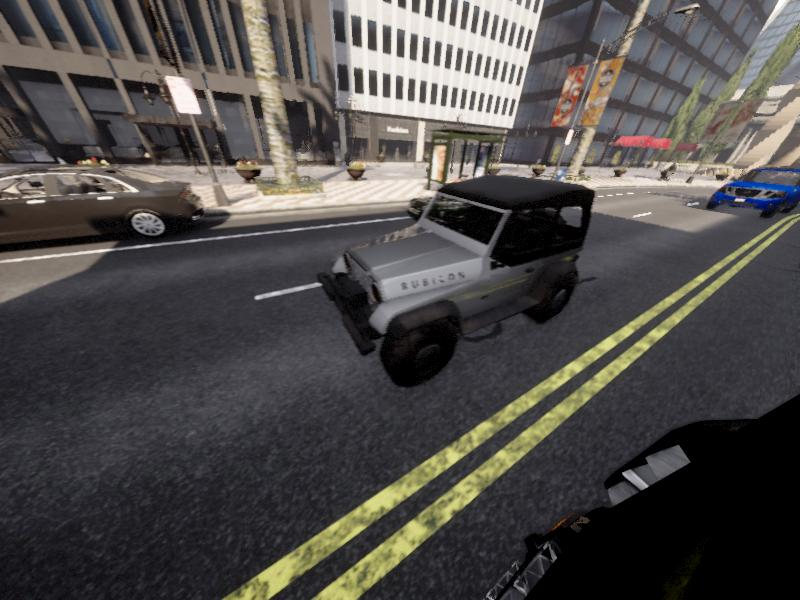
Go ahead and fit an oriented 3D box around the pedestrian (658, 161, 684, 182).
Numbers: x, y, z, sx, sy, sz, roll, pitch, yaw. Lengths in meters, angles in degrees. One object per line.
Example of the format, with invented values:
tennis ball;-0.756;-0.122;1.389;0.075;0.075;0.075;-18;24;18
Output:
pedestrian;28.412;-13.521;24.283;0.751;1.860;0.751;0;34;-4

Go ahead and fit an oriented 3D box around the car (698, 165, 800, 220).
car;18.721;-5.626;11.889;5.566;2.045;2.150;-13;37;-22

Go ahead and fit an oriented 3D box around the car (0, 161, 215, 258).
car;-7.648;-2.244;5.350;4.892;1.521;2.231;-16;38;-26

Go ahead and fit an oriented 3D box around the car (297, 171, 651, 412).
car;0.961;-0.639;3.251;3.866;1.878;1.905;-16;38;-26

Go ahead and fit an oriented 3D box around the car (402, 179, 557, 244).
car;2.619;-3.112;7.617;4.718;1.301;1.895;-16;38;-26
